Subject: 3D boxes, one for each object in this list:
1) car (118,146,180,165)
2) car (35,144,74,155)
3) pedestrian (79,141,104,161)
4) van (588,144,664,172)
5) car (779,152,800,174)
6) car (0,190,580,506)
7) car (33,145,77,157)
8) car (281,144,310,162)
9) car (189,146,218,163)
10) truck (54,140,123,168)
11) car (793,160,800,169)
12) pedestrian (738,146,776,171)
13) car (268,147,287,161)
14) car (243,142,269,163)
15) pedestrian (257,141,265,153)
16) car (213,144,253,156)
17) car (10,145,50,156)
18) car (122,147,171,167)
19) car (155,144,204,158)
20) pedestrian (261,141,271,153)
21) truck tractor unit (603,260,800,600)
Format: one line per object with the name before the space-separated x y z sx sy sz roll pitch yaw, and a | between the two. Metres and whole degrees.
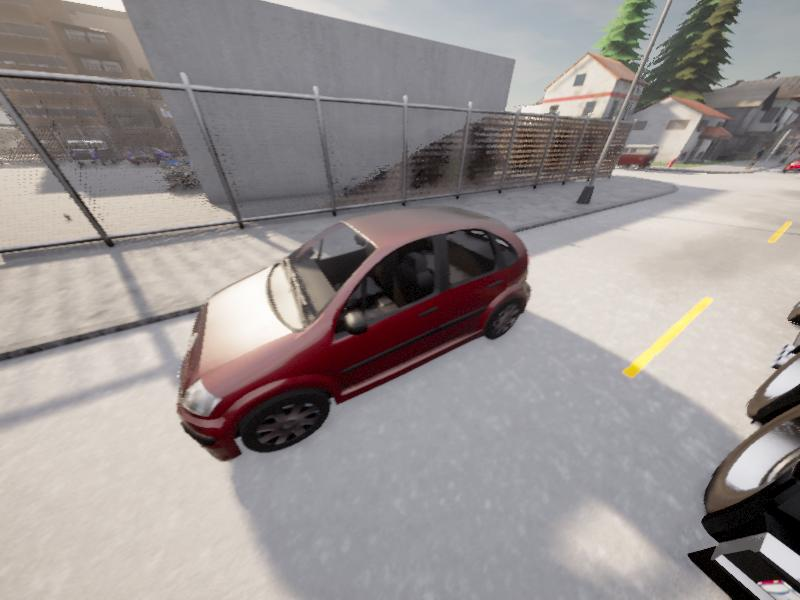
car | -25.421 -14.793 23.582 3.705 1.547 1.789 -18 39 -25
car | -65.552 -28.752 43.997 2.152 1.651 5.027 -18 39 -25
pedestrian | -33.822 -16.333 25.350 0.751 1.860 0.751 -25 42 -32
van | 21.466 -13.735 22.219 1.775 1.987 4.442 -20 40 -26
car | 36.711 -12.293 20.682 4.514 1.525 2.007 -18 39 -25
car | -0.237 -0.127 2.783 3.988 1.617 1.851 -18 39 -25
car | -56.760 -24.702 38.179 2.033 1.411 5.357 -18 39 -25
car | -13.156 -18.490 28.912 2.242 1.667 4.611 -18 39 -25
car | -21.870 -16.338 25.852 1.845 1.501 3.633 -18 39 -25
truck | -29.195 -13.957 21.924 2.069 2.038 4.478 -18 39 -25
car | 43.834 -14.583 24.178 4.181 1.385 1.994 -19 39 -25
pedestrian | 31.729 -12.612 20.581 0.751 1.860 0.751 10 36 14
car | -14.685 -17.495 27.649 1.481 1.379 2.207 -18 39 -25
car | -16.985 -17.478 27.238 1.905 1.878 3.866 -18 39 -25
pedestrian | -25.815 -28.456 42.858 0.751 1.860 0.751 -18 39 -25
car | -26.673 -23.992 36.975 4.892 1.490 1.837 -19 39 -25
car | -61.777 -25.081 38.702 1.970 1.475 3.806 -18 39 -25
car | -25.698 -14.749 23.641 2.033 1.415 5.357 -18 39 -25
car | -32.463 -22.124 34.221 4.902 1.511 2.128 -19 39 -26
pedestrian | -23.806 -27.106 40.934 0.751 1.860 0.751 4 35 5
truck tractor unit | 5.105 -0.306 0.794 6.516 4.208 3.053 -18 39 -24
